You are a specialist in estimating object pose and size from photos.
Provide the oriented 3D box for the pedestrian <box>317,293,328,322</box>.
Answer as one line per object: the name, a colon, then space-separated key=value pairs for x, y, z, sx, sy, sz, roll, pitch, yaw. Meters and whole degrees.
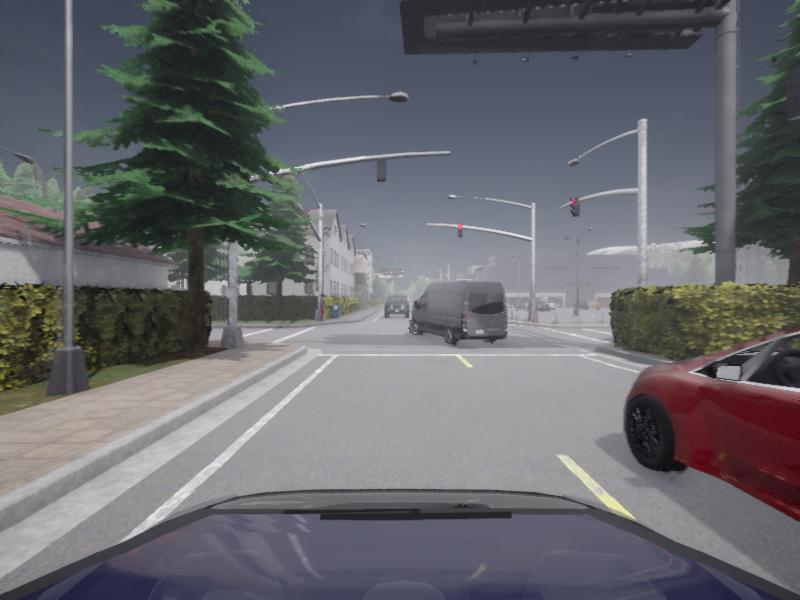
pedestrian: x=-5.205 y=0.491 z=26.849 sx=0.751 sy=1.860 sz=0.751 roll=0 pitch=0 yaw=-12

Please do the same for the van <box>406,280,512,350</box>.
van: x=2.277 y=0.490 z=17.684 sx=1.988 sy=2.561 sz=5.915 roll=1 pitch=1 yaw=-20

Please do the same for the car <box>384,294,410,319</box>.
car: x=-0.259 y=0.565 z=35.805 sx=2.150 sy=2.045 sz=5.566 roll=0 pitch=0 yaw=0

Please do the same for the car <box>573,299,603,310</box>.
car: x=28.547 y=0.704 z=60.905 sx=2.152 sy=1.636 sz=5.027 roll=0 pitch=0 yaw=-1

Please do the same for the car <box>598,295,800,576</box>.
car: x=3.518 y=0.837 z=2.472 sx=2.242 sy=1.667 sz=4.611 roll=2 pitch=-1 yaw=0

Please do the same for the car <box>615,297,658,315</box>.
car: x=25.579 y=0.649 z=43.491 sx=1.932 sy=1.855 sz=4.605 roll=0 pitch=0 yaw=-1

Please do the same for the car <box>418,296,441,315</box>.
car: x=3.179 y=0.565 z=44.562 sx=2.150 sy=2.045 sz=5.566 roll=0 pitch=0 yaw=0
